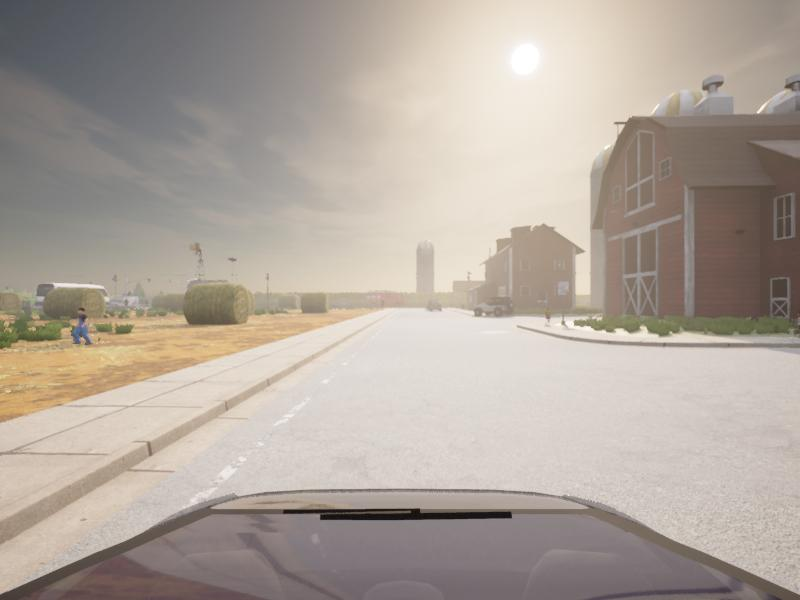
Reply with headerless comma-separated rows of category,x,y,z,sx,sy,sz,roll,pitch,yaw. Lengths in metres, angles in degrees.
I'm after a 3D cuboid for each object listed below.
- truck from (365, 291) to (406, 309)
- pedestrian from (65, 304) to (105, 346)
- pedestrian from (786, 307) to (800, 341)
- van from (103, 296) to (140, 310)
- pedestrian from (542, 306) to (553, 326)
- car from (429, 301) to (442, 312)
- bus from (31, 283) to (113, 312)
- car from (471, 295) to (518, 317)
truck,-3.088,-0.075,86.302,8.468,3.827,2.891,0,0,3
pedestrian,-10.185,0.799,12.958,0.751,1.300,0.751,0,0,25
pedestrian,13.353,0.784,13.336,0.500,1.100,0.500,0,0,16
van,-53.720,0.555,77.287,2.351,2.431,6.366,0,0,6
pedestrian,8.618,0.928,23.326,0.500,1.100,0.500,0,0,6
car,5.488,0.975,61.367,1.789,1.549,3.705,0,0,2
bus,-51.676,-0.391,63.603,3.944,4.253,10.273,0,0,6
car,8.908,0.589,37.967,1.905,1.878,3.866,-7,3,-40
